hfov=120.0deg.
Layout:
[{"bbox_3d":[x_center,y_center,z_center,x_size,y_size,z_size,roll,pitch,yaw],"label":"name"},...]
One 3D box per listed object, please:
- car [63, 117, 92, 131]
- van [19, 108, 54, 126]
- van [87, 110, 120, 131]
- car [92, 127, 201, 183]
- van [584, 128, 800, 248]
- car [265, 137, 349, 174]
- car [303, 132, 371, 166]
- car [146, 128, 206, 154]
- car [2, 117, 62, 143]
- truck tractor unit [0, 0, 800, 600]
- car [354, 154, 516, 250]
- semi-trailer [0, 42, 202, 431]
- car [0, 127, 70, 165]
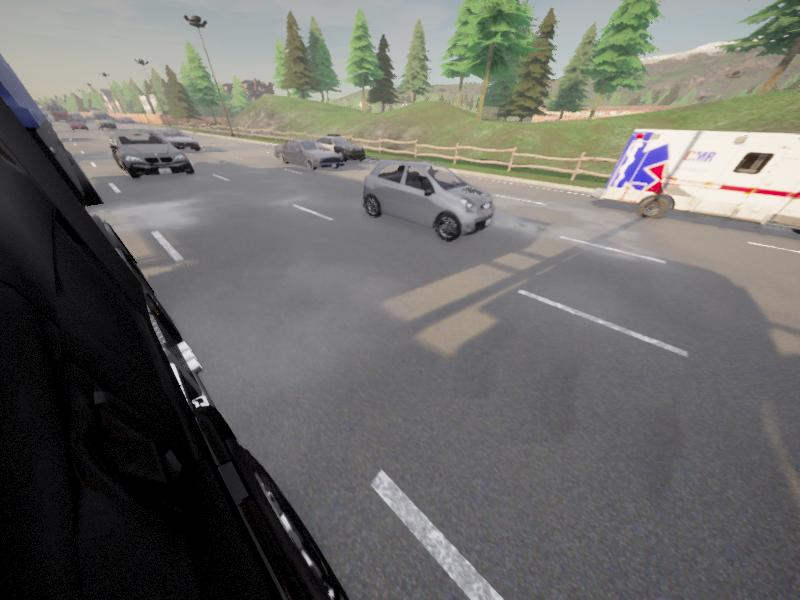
[{"bbox_3d":[-47.143,-25.631,33.725,3.633,1.501,1.845,28,43,30],"label":"car"},{"bbox_3d":[-65.402,-32.991,41.677,6.366,2.431,2.351,28,44,30],"label":"van"},{"bbox_3d":[-49.915,-30.251,38.897,5.915,2.561,1.988,28,44,30],"label":"van"},{"bbox_3d":[-11.669,-6.813,10.640,4.611,1.667,2.242,28,44,30],"label":"car"},{"bbox_3d":[10.189,-3.658,7.168,6.366,2.431,2.351,28,44,30],"label":"van"},{"bbox_3d":[-5.754,-8.992,14.169,5.357,1.411,2.033,28,44,30],"label":"car"},{"bbox_3d":[-4.685,-11.259,17.068,5.238,1.638,1.930,28,44,30],"label":"car"},{"bbox_3d":[-17.912,-12.738,18.416,5.357,1.411,2.033,28,44,30],"label":"car"},{"bbox_3d":[-32.766,-15.279,20.688,5.027,1.651,2.152,28,44,30],"label":"car"},{"bbox_3d":[-2.645,-0.295,0.351,6.516,4.208,3.053,28,44,30],"label":"truck tractor unit"},{"bbox_3d":[0.733,-2.861,6.251,3.633,1.501,1.845,28,43,30],"label":"car"},{"bbox_3d":[-8.698,-3.604,4.232,14.254,4.402,2.717,28,44,30],"label":"semi-trailer"},{"bbox_3d":[-20.217,-8.492,12.600,4.181,1.385,1.994,28,44,30],"label":"car"}]
